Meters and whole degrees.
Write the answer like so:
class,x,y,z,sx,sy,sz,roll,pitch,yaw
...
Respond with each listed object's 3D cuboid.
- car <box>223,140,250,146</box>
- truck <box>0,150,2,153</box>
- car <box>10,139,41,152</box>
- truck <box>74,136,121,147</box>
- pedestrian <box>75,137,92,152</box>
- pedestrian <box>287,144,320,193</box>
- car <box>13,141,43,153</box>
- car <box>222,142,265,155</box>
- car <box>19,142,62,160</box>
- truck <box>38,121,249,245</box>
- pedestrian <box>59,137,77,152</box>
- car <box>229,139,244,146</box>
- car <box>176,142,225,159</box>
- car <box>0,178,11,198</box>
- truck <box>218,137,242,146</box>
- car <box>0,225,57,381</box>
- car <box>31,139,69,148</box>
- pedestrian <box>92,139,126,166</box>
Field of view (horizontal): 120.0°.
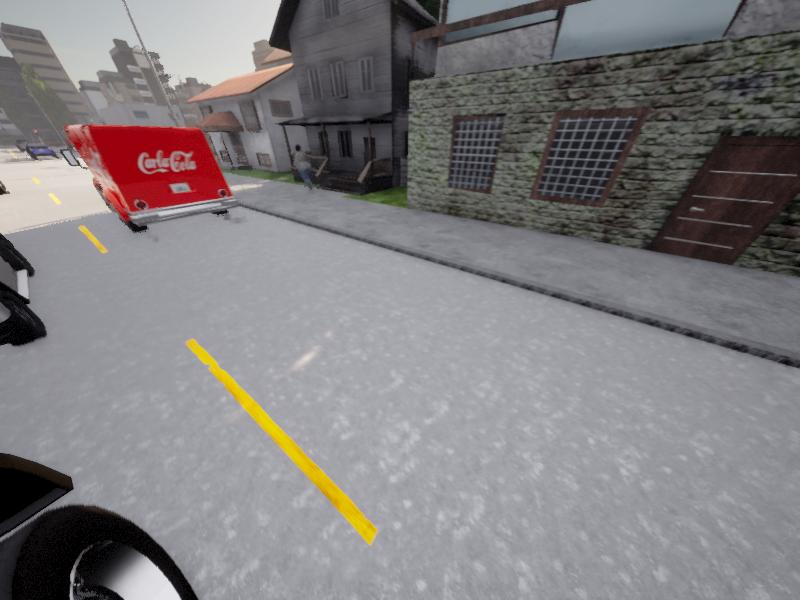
class,x,y,z,sx,sy,sz,roll,pitch,yaw
car,-44.753,-43.084,63.328,2.033,1.415,5.357,22,41,28
truck,-64.063,-23.804,35.341,6.274,2.098,2.390,22,40,28
car,-63.880,-26.372,39.394,4.856,1.649,2.033,22,41,28
truck,-72.820,-38.261,55.780,2.390,2.098,6.274,22,41,28
pedestrian,-50.455,-24.758,36.788,0.751,1.860,0.751,22,40,27
pedestrian,-4.415,-6.068,10.645,0.751,1.860,0.751,25,42,30
car,-59.240,-24.444,36.781,3.633,1.501,1.845,22,41,28
car,-24.432,-23.869,36.263,2.128,1.511,4.902,22,41,28
car,-41.907,-17.377,26.899,4.514,1.525,2.007,22,41,28
truck,-7.840,-3.881,7.208,5.204,2.467,2.627,22,41,28
pedestrian,-53.051,-24.890,36.955,0.751,1.860,0.751,17,38,22
car,-44.659,-42.992,63.073,3.705,1.547,1.789,22,41,28
car,-25.352,-19.163,29.496,1.851,1.617,3.988,22,41,28
car,-19.442,-5.565,10.008,3.866,1.878,1.905,22,40,28
truck,-47.901,-44.738,65.107,2.069,2.038,4.478,22,41,28
car,-6.613,-0.366,2.750,4.605,1.855,1.932,22,41,29
car,-76.536,-34.295,50.550,1.851,1.617,3.988,2,35,3
pedestrian,-24.232,-12.262,19.274,0.751,1.860,0.751,4,35,5
